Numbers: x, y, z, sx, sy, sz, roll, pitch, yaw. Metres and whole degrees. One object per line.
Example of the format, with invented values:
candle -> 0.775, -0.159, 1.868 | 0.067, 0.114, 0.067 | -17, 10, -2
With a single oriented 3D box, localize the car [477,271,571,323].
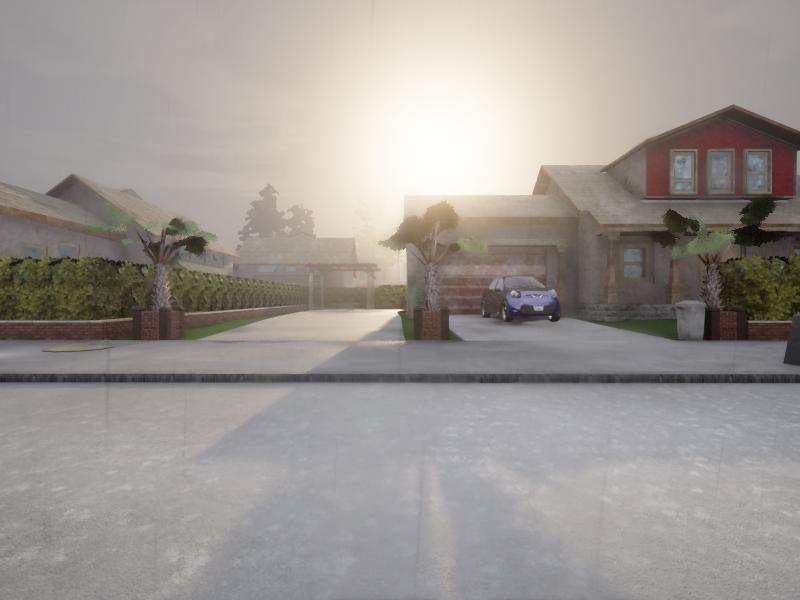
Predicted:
car -> 3.891, -0.082, 13.247 | 1.845, 1.501, 3.633 | 0, 0, -3

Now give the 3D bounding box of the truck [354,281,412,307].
truck -> -2.477, -0.921, 60.272 | 8.468, 3.827, 2.891 | 0, 0, 0
